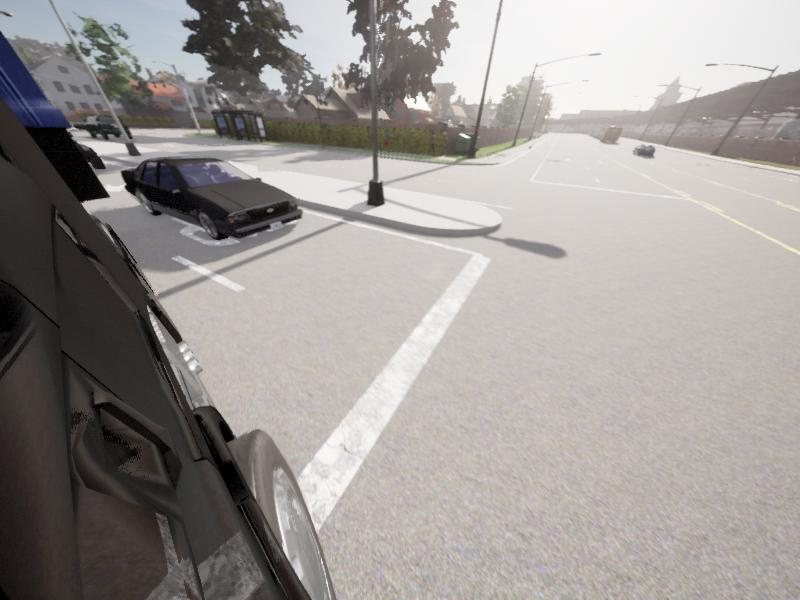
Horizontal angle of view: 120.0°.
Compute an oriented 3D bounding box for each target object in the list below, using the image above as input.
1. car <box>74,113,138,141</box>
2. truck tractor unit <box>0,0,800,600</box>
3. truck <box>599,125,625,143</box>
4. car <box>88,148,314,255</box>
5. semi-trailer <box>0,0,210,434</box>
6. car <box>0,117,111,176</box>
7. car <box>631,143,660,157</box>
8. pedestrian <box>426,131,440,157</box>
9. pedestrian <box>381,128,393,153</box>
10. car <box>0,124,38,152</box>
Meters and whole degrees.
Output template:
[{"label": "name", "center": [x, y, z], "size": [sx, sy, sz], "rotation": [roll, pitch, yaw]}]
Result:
[{"label": "car", "center": [-30.586, -18.029, 24.074], "size": [5.566, 2.045, 2.150], "rotation": [20, 40, 22]}, {"label": "truck tractor unit", "center": [-2.645, -0.295, 0.351], "size": [6.516, 4.208, 3.053], "rotation": [28, 44, 30]}, {"label": "truck", "center": [56.894, -44.775, 62.184], "size": [2.891, 3.827, 8.468], "rotation": [20, 42, 22]}, {"label": "car", "center": [-5.098, -2.865, 5.993], "size": [5.357, 1.411, 2.033], "rotation": [20, 40, 22]}, {"label": "semi-trailer", "center": [-9.247, -3.159, 3.599], "size": [14.254, 4.402, 2.717], "rotation": [21, 41, 23]}, {"label": "car", "center": [-15.854, -7.030, 10.458], "size": [3.866, 1.878, 1.905], "rotation": [20, 40, 22]}, {"label": "car", "center": [36.797, -22.631, 34.746], "size": [1.970, 1.475, 3.806], "rotation": [20, 41, 22]}, {"label": "pedestrian", "center": [2.867, -13.700, 20.278], "size": [0.751, 1.860, 0.751], "rotation": [18, 39, 19]}, {"label": "pedestrian", "center": [-1.224, -14.941, 21.676], "size": [0.751, 1.860, 0.751], "rotation": [19, 40, 21]}, {"label": "car", "center": [-26.861, -10.844, 15.347], "size": [4.718, 1.301, 1.895], "rotation": [20, 40, 22]}]
